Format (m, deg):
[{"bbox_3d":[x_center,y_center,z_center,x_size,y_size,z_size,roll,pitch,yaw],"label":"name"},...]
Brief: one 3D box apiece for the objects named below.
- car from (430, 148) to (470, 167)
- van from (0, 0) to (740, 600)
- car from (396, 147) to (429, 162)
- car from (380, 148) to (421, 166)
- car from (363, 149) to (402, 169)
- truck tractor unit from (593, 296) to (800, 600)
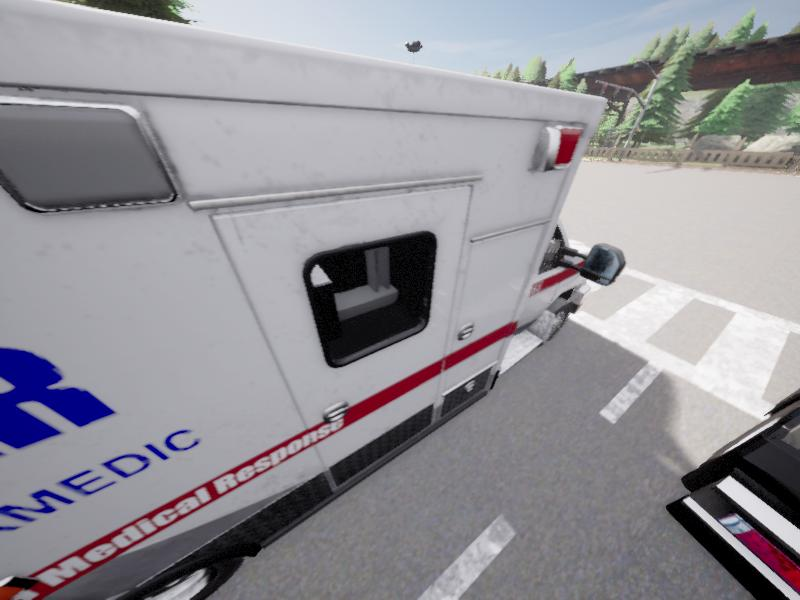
[{"bbox_3d":[5.117,-14.952,24.163,1.970,1.475,3.806,-18,39,-25],"label":"car"},{"bbox_3d":[-0.583,-0.101,2.006,6.366,2.431,2.351,-19,39,-26],"label":"van"},{"bbox_3d":[1.500,-18.165,28.819,1.994,1.385,4.181,-20,40,-27],"label":"car"},{"bbox_3d":[-0.098,-16.038,25.734,2.033,1.411,5.357,-19,39,-25],"label":"car"},{"bbox_3d":[-1.771,-13.732,22.438,1.994,1.385,4.181,-19,39,-25],"label":"car"},{"bbox_3d":[5.235,-0.153,0.570,6.516,4.208,3.053,-13,37,-17],"label":"truck tractor unit"}]
